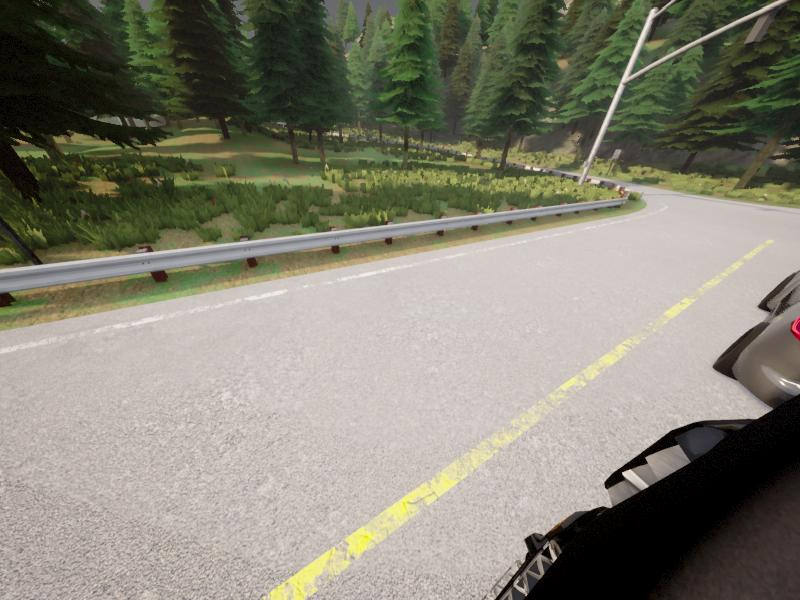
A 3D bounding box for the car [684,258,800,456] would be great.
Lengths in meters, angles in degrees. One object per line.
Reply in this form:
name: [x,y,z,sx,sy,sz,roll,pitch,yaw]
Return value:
car: [5.833,0.330,2.380,4.611,1.667,2.242,-16,38,-26]
